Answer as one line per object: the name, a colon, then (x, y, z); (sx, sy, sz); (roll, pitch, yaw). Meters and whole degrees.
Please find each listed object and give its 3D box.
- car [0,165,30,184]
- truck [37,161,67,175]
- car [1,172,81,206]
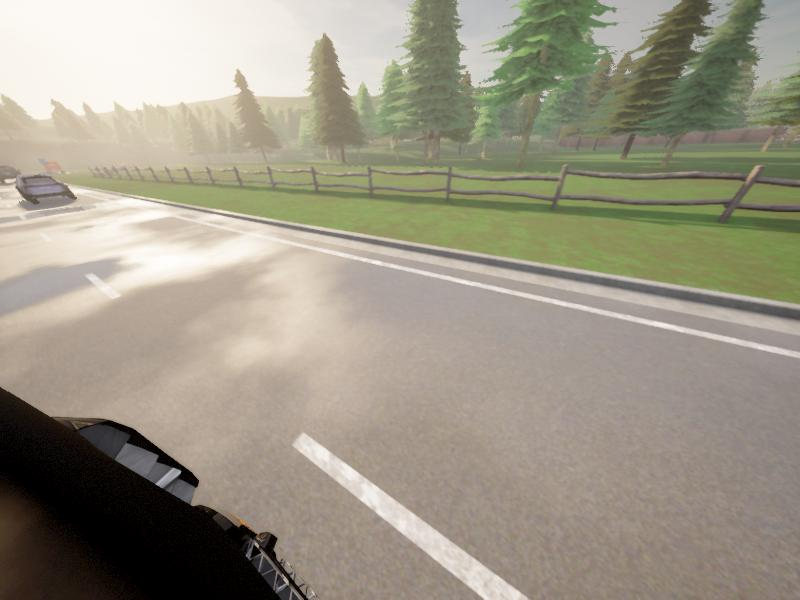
car: (-54.974, -17.707, 32.526); (5.566, 2.045, 2.150); (20, 40, 30)
truck: (-78.249, -29.814, 51.973); (5.204, 2.467, 2.627); (20, 39, 30)
car: (-24.388, -7.670, 15.700); (4.856, 1.649, 2.033); (17, 38, 27)
